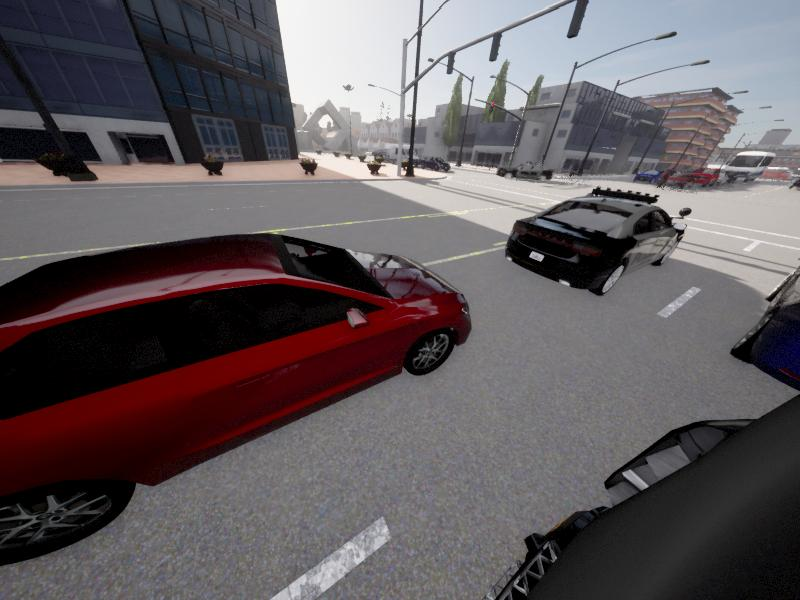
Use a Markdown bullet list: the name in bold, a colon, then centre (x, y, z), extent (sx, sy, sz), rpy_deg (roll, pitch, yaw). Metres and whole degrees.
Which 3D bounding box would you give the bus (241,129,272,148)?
- **bus**: centre (-42.858, -48.530, 69.677), extent (3.944, 4.253, 10.273), rpy_deg (-1, 33, -8)

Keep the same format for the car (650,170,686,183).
- **car**: centre (37.962, -17.536, 32.739), extent (4.892, 1.490, 1.837), rpy_deg (-16, 38, -26)

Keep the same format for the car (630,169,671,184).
- **car**: centre (32.374, -15.984, 29.839), extent (5.008, 1.535, 1.882), rpy_deg (-16, 38, -27)

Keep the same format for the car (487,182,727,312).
- **car**: centre (4.751, -1.608, 5.289), extent (5.238, 1.638, 1.930), rpy_deg (-16, 38, -26)

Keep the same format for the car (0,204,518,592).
- **car**: centre (-1.189, 0.152, 2.295), extent (4.193, 1.474, 1.816), rpy_deg (-16, 38, -26)

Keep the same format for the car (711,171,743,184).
- **car**: centre (50.676, -19.008, 35.838), extent (4.193, 1.474, 1.816), rpy_deg (-17, 38, -26)

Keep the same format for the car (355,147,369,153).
- **car**: centre (-14.523, -56.913, 87.727), extent (4.856, 1.649, 2.033), rpy_deg (11, 34, 11)

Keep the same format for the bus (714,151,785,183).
- **bus**: centre (59.332, -22.681, 39.283), extent (10.273, 4.253, 3.944), rpy_deg (-17, 38, -26)

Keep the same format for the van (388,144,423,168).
- **van**: centre (0.622, -20.772, 33.158), extent (1.988, 2.561, 5.915), rpy_deg (-15, 38, -26)

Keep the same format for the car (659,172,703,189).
- **car**: centre (31.772, -13.532, 26.136), extent (4.674, 1.442, 1.812), rpy_deg (-16, 38, -26)

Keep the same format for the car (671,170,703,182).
- **car**: centre (45.446, -19.666, 36.589), extent (4.181, 1.385, 1.994), rpy_deg (-16, 38, -26)

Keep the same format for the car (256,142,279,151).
- **car**: centre (-33.265, -38.483, 57.883), extent (5.357, 1.411, 2.033), rpy_deg (20, 36, 23)

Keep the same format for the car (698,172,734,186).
- **car**: centre (45.348, -17.415, 33.145), extent (4.674, 1.442, 1.812), rpy_deg (-16, 38, -26)

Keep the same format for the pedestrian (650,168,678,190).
- **pedestrian**: centre (25.734, -11.824, 22.557), extent (0.751, 1.860, 0.751), rpy_deg (8, 33, 6)

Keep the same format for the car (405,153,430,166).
- **car**: centre (2.667, -22.089, 36.351), extent (1.816, 1.474, 4.193), rpy_deg (-15, 38, -26)

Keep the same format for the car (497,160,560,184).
- **car**: centre (12.831, -13.139, 23.547), extent (5.238, 1.638, 1.930), rpy_deg (12, 36, 13)

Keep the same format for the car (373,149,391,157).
- **car**: centre (-4.795, -39.039, 61.472), extent (2.038, 1.542, 4.974), rpy_deg (26, 39, 30)

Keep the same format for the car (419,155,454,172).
- **car**: centre (4.320, -16.609, 28.136), extent (1.816, 1.474, 4.193), rpy_deg (-15, 38, -26)

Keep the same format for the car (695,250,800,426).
- **car**: centre (6.340, 0.234, 2.776), extent (4.792, 1.488, 2.163), rpy_deg (-16, 38, -26)

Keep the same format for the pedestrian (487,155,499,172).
- **pedestrian**: centre (12.259, -18.096, 30.538), extent (0.751, 1.860, 0.751), rpy_deg (-7, 35, -16)

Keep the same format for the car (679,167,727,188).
- **car**: centre (38.871, -15.784, 29.657), extent (5.566, 2.045, 2.150), rpy_deg (-16, 38, -26)

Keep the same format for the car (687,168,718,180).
- **car**: centre (52.424, -21.828, 40.066), extent (5.008, 1.535, 1.882), rpy_deg (-17, 38, -26)

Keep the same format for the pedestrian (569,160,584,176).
- **pedestrian**: centre (24.054, -18.003, 31.566), extent (0.751, 1.860, 0.751), rpy_deg (-11, 36, -21)

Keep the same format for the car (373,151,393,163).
- **car**: centre (-2.807, -23.660, 38.155), extent (1.845, 1.501, 3.633), rpy_deg (-16, 38, -27)

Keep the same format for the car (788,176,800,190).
- **car**: centre (56.777, -16.340, 32.167), extent (5.008, 1.535, 1.882), rpy_deg (-17, 38, -26)
